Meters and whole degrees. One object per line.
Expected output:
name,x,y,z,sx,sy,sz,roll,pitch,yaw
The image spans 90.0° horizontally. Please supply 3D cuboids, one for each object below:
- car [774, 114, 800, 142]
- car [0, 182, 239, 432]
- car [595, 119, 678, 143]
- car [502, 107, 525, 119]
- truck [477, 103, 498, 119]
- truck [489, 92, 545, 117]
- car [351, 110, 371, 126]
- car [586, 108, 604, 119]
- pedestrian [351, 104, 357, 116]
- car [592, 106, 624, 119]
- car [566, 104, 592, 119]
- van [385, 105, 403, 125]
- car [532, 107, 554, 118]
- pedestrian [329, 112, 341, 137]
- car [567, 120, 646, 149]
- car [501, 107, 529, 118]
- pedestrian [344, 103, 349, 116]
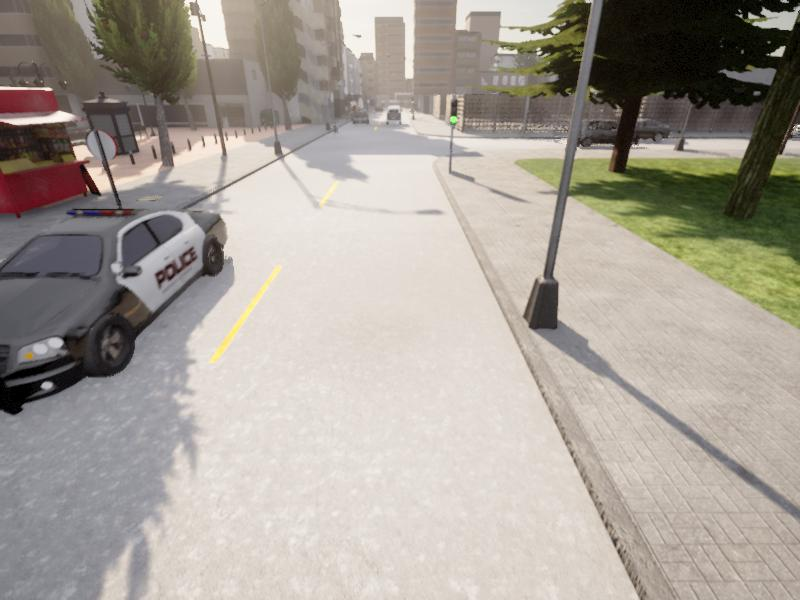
car,31.510,-12.932,30.004,4.605,1.855,1.932,-1,27,-2
car,-4.416,-0.471,5.942,2.038,1.542,4.974,0,27,-1
car,17.642,-12.740,30.063,4.892,1.490,1.837,-1,27,0
car,17.230,-28.553,61.064,2.033,1.415,5.357,0,27,0
truck,13.269,-28.897,61.057,2.069,2.038,4.478,0,27,0
truck,20.356,-34.119,69.954,8.468,3.827,2.891,0,27,0
car,-4.602,-21.627,47.505,2.007,1.525,4.514,0,27,-1
car,29.193,-27.971,59.860,1.481,1.379,2.207,0,27,0
pedestrian,-7.512,-31.121,65.503,0.751,1.860,0.751,1,27,3
car,31.321,-28.345,60.364,2.242,1.667,4.611,0,27,0
car,27.029,-28.545,60.529,1.905,1.878,3.866,0,27,0
van,-0.704,-22.615,48.880,2.069,2.038,4.480,0,27,1
car,21.908,-28.804,61.417,1.845,1.501,3.633,0,27,0
pedestrian,-5.386,-14.546,33.176,0.751,1.860,0.751,-1,27,-2
car,13.577,-10.984,26.497,3.988,1.617,1.851,0,27,1
car,17.458,-28.545,60.890,3.705,1.547,1.789,0,27,0
pedestrian,-9.039,-31.976,67.183,0.751,1.860,0.751,-2,27,-5
